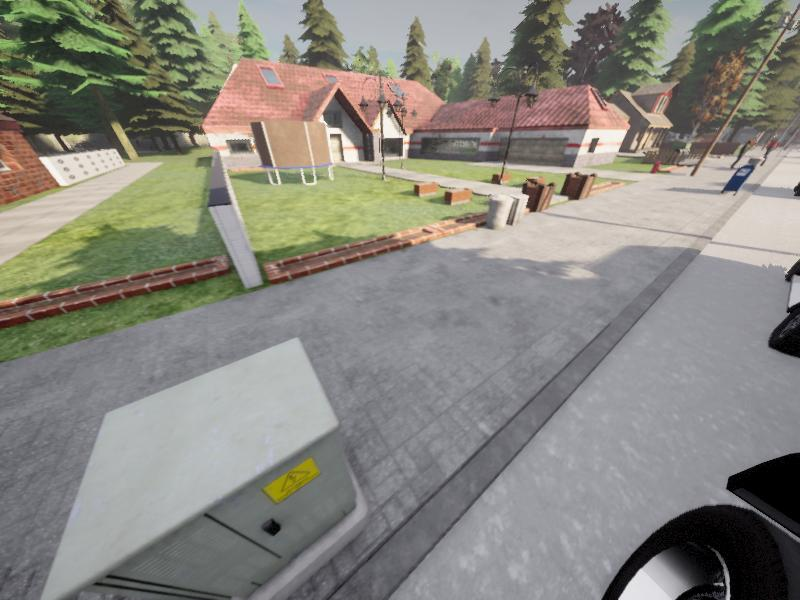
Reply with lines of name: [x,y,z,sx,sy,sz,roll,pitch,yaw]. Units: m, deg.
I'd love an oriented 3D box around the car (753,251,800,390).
car: [6.575,-0.236,2.549,4.605,1.855,1.932,-22,41,-27]

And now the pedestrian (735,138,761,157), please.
pedestrian: [41.141,-18.082,27.322,0.751,1.860,0.751,25,42,31]

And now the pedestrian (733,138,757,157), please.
pedestrian: [39.435,-17.425,26.407,0.751,1.860,0.751,-25,42,-31]

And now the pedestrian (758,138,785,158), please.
pedestrian: [40.561,-16.604,25.234,0.751,1.860,0.751,-22,41,-28]

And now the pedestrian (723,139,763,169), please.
pedestrian: [25.618,-10.913,17.303,0.751,1.860,0.751,26,43,32]

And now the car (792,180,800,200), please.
car: [18.849,-5.299,9.608,3.866,1.878,1.905,-23,41,-29]

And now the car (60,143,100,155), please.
car: [-62.599,-29.754,45.368,3.866,1.878,1.905,-22,41,-28]

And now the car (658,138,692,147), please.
car: [68.655,-39.426,57.745,2.152,1.651,5.027,-22,41,-28]

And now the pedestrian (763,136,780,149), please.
pedestrian: [66.999,-28.360,41.657,0.751,1.860,0.751,-30,45,-35]
